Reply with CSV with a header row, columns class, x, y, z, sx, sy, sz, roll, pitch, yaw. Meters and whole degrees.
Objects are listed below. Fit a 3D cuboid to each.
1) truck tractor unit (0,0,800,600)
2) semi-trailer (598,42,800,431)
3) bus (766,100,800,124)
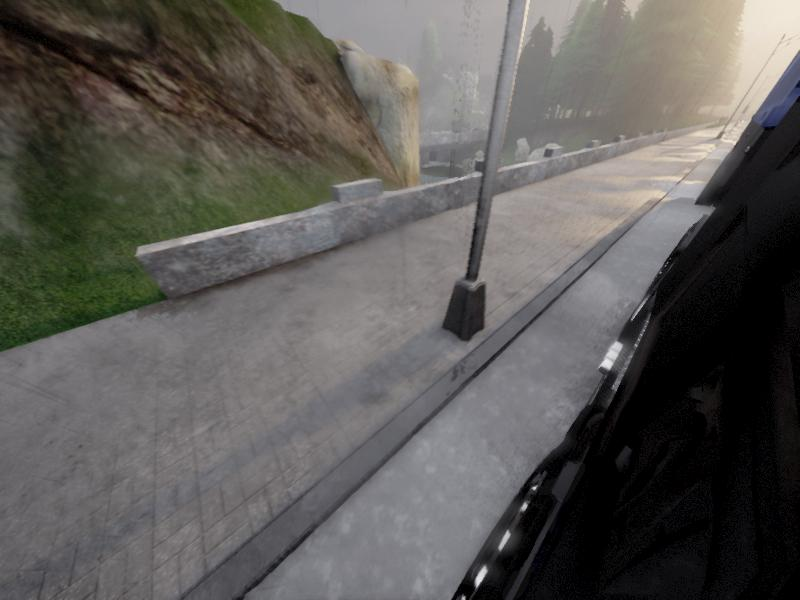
class,x,y,z,sx,sy,sz,roll,pitch,yaw
truck tractor unit,2.645,-0.295,0.352,6.516,4.208,3.053,-28,44,-30
semi-trailer,8.690,-3.594,4.261,14.254,4.402,2.717,-28,44,-30
bus,92.627,-44.862,55.105,10.273,4.253,3.944,-28,44,-30
